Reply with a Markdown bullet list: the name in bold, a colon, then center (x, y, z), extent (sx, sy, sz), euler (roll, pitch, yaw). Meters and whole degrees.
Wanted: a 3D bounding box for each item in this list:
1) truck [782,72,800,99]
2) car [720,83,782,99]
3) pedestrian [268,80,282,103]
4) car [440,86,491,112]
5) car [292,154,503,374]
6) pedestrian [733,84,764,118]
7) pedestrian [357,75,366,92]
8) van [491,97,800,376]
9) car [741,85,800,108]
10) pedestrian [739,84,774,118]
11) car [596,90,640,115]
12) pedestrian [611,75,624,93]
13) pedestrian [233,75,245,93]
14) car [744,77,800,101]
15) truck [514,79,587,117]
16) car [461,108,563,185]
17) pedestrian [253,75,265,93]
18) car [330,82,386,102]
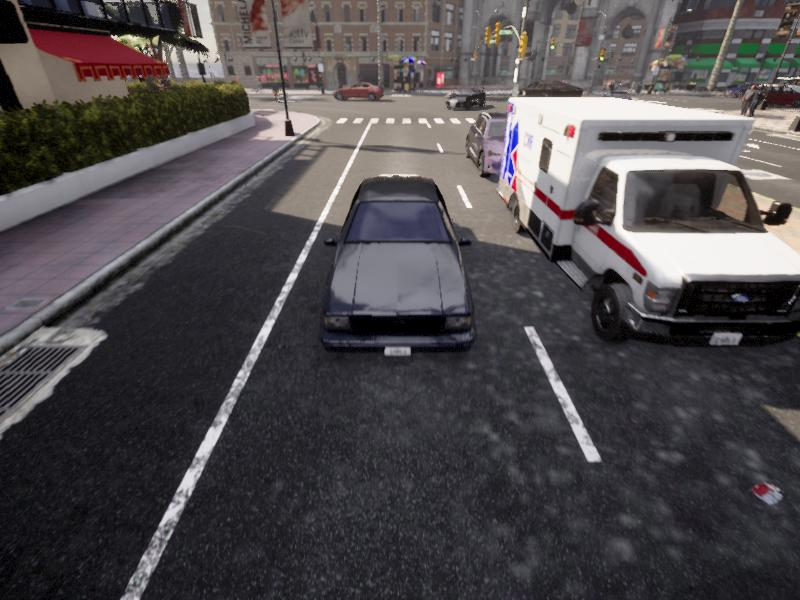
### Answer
- **truck**: center (44.784, -22.801, 42.464), extent (5.204, 2.467, 2.627), euler (0, 30, 0)
- **car**: center (37.443, -22.404, 42.799), extent (4.674, 1.442, 1.812), euler (0, 30, 0)
- **pedestrian**: center (-11.533, -19.236, 36.922), extent (0.751, 1.860, 0.751), euler (2, 30, 4)
- **car**: center (5.316, -16.232, 32.190), extent (2.128, 1.511, 4.902), euler (17, 35, 27)
- **car**: center (-0.030, -1.118, 6.513), extent (2.033, 1.411, 5.357), euler (0, 30, 0)
- **pedestrian**: center (22.176, -12.688, 25.454), extent (0.751, 1.860, 0.751), euler (-20, 36, -31)
- **pedestrian**: center (-4.762, -26.862, 49.638), extent (0.751, 1.860, 0.751), euler (-20, 36, -31)
- **van**: center (3.469, -1.799, 6.654), extent (2.351, 2.431, 6.366), euler (0, 30, 0)
- **car**: center (31.732, -17.142, 33.656), extent (3.988, 1.617, 1.851), euler (-1, 30, -1)
- **pedestrian**: center (22.196, -12.381, 24.929), extent (0.751, 1.860, 0.751), euler (-5, 31, -8)
- **car**: center (16.184, -14.804, 29.899), extent (1.994, 1.385, 4.181), euler (8, 31, 13)
- **pedestrian**: center (25.727, -25.548, 47.401), extent (0.751, 1.860, 0.751), euler (22, 37, 33)
- **pedestrian**: center (-19.564, -26.251, 48.593), extent (0.751, 1.860, 0.751), euler (9, 32, 15)
- **car**: center (38.060, -20.869, 39.583), extent (5.566, 2.045, 2.150), euler (0, 30, 1)
- **truck**: center (10.906, -15.088, 29.661), extent (2.390, 2.098, 6.274), euler (-3, 31, -5)
- **car**: center (3.459, -5.332, 13.474), extent (2.033, 1.649, 4.856), euler (0, 30, 0)
- **pedestrian**: center (-17.091, -26.176, 48.465), extent (0.751, 1.860, 0.751), euler (7, 31, 12)
- **car**: center (-4.047, -20.586, 39.511), extent (5.027, 1.651, 2.152), euler (5, 31, 9)
